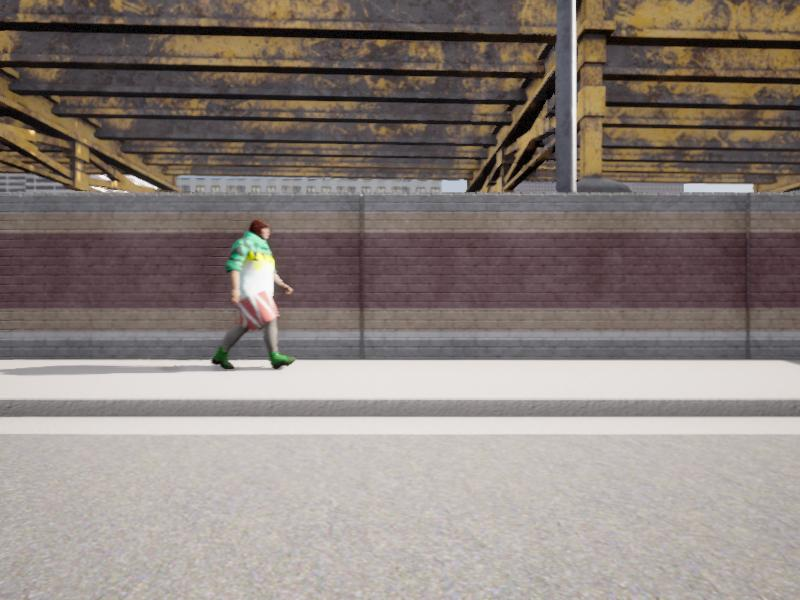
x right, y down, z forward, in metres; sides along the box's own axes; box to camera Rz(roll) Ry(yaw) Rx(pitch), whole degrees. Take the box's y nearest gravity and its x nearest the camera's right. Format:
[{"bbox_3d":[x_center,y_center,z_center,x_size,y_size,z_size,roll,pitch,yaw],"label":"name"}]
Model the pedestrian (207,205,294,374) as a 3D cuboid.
[{"bbox_3d":[-1.754,-0.116,4.796,0.751,1.860,0.751,0,0,1],"label":"pedestrian"}]
